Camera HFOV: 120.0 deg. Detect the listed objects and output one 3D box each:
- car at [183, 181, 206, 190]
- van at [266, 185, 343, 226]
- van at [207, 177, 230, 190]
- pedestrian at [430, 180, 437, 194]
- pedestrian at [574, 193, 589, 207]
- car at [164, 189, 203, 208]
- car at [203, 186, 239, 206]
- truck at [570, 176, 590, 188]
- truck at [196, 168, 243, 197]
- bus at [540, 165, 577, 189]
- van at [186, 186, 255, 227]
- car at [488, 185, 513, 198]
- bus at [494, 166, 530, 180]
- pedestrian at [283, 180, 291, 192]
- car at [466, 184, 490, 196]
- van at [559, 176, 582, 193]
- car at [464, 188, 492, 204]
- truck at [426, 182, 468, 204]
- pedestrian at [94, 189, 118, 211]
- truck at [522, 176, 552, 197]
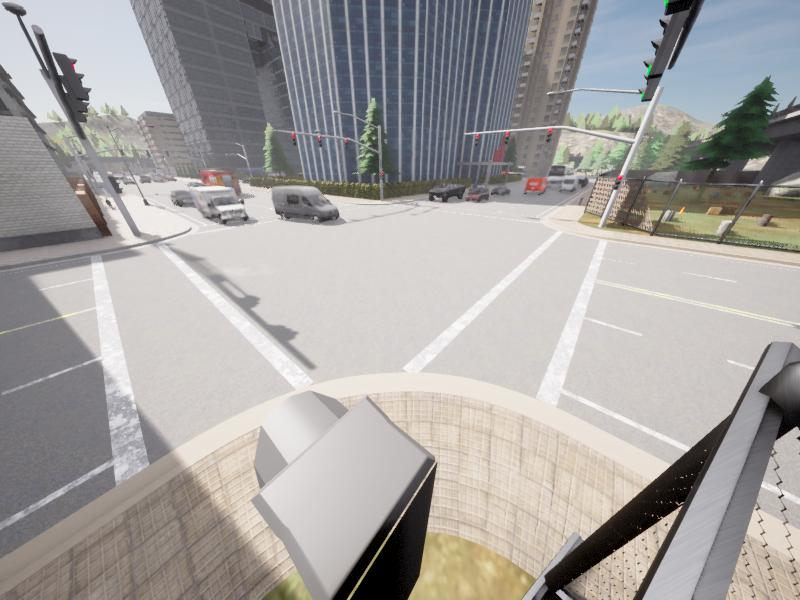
[{"bbox_3d":[-41.626,-23.204,46.803,5.357,1.411,2.033,23,37,34],"label":"car"},{"bbox_3d":[-7.899,-7.962,19.229,5.915,2.561,1.988,14,33,23],"label":"van"},{"bbox_3d":[-37.283,-23.949,47.450,4.480,2.038,2.069,23,37,34],"label":"van"},{"bbox_3d":[5.424,-18.118,37.063,0.751,1.860,0.751,18,34,28],"label":"pedestrian"},{"bbox_3d":[19.456,-10.724,24.816,0.751,1.300,0.751,-24,38,-35],"label":"pedestrian"},{"bbox_3d":[-25.526,-12.024,27.206,4.856,1.649,2.033,23,37,34],"label":"car"},{"bbox_3d":[-22.242,-13.039,28.714,4.605,1.855,1.932,22,37,34],"label":"car"},{"bbox_3d":[39.785,-26.132,51.060,2.390,2.098,6.274,23,37,34],"label":"truck"},{"bbox_3d":[-29.007,-18.992,37.076,8.468,3.827,2.891,23,37,34],"label":"truck"},{"bbox_3d":[34.223,-26.569,49.657,3.944,4.253,10.273,23,37,34],"label":"bus"},{"bbox_3d":[-15.270,-8.087,19.586,6.366,2.431,2.351,23,37,34],"label":"van"},{"bbox_3d":[15.539,-16.810,35.642,1.994,1.385,4.181,23,37,34],"label":"car"},{"bbox_3d":[40.109,-45.706,82.910,10.273,4.253,3.944,23,37,34],"label":"bus"},{"bbox_3d":[-19.815,-20.058,40.534,0.751,1.860,0.751,25,38,36],"label":"pedestrian"},{"bbox_3d":[12.608,-17.816,37.309,1.812,1.442,4.674,23,37,34],"label":"car"},{"bbox_3d":[30.623,-20.863,41.482,1.988,2.561,5.915,23,36,34],"label":"van"},{"bbox_3d":[10.164,-13.647,30.058,1.816,1.474,4.193,23,37,34],"label":"car"},{"bbox_3d":[6.327,-14.354,30.659,2.390,2.098,6.274,23,37,34],"label":"truck"},{"bbox_3d":[-29.340,-9.986,23.088,0.751,1.860,0.751,-22,37,-33],"label":"pedestrian"},{"bbox_3d":[22.552,-18.730,37.915,2.627,2.467,5.204,23,39,34],"label":"truck"}]
